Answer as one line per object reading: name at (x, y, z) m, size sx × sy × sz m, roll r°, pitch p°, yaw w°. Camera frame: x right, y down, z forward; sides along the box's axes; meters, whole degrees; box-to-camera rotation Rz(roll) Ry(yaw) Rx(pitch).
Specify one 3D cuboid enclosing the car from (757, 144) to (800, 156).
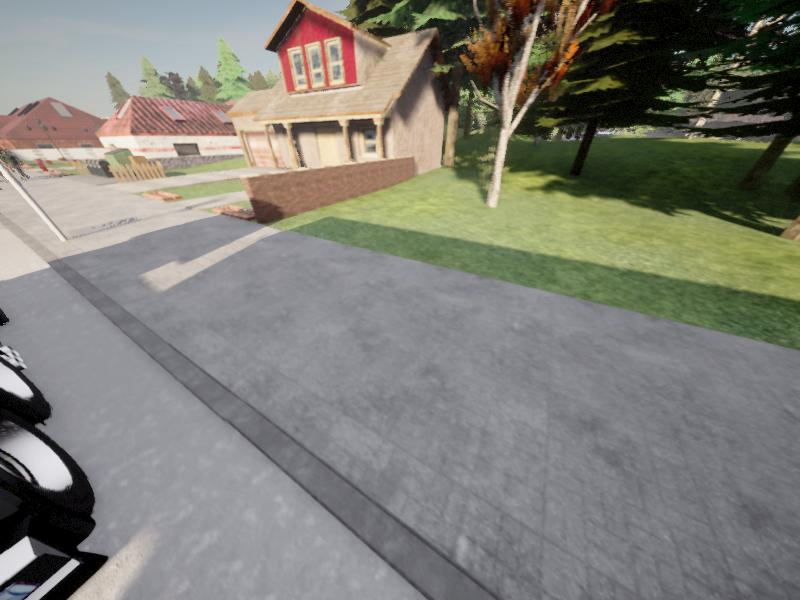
car at (63.401, -24.858, 38.226) m, size 1.812 × 1.442 × 4.674 m, roll 5°, pitch 35°, yaw 8°

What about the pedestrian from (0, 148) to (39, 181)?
pedestrian at (-25.934, -9.138, 15.551) m, size 0.751 × 1.860 × 0.751 m, roll 10°, pitch 36°, yaw 14°

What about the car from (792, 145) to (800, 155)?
car at (67.154, -23.936, 36.986) m, size 1.895 × 1.301 × 4.718 m, roll 8°, pitch 36°, yaw 12°

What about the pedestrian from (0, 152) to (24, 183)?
pedestrian at (-25.710, -8.570, 14.733) m, size 0.751 × 1.860 × 0.751 m, roll 4°, pitch 35°, yaw 6°

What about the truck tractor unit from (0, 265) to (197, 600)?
truck tractor unit at (-5.115, -0.295, 0.781) m, size 6.516 × 4.208 × 3.053 m, roll 18°, pitch 39°, yaw 24°
